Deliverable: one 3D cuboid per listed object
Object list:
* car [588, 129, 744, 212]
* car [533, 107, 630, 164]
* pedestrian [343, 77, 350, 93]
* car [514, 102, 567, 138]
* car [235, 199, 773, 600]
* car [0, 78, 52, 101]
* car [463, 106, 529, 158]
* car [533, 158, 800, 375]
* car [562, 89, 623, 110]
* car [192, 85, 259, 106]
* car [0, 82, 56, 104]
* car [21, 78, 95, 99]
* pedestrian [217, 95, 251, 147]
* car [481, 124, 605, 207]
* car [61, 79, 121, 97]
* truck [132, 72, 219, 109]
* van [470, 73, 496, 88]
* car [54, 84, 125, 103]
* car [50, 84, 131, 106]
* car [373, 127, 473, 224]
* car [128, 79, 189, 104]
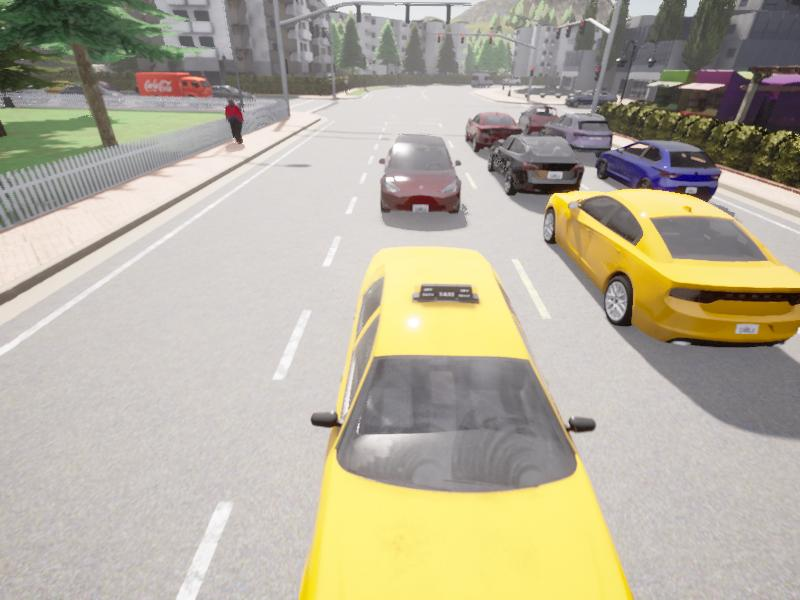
[{"bbox_3d":[7.549,-4.032,11.989,1.816,1.474,4.193,2,30,0],"label":"car"},{"bbox_3d":[7.679,-7.364,17.608,2.033,1.649,4.856,2,30,0],"label":"car"},{"bbox_3d":[-7.068,-28.408,52.880,0.751,1.860,0.751,3,30,4],"label":"pedestrian"},{"bbox_3d":[7.898,-10.328,22.845,1.845,1.501,3.633,3,30,3],"label":"car"},{"bbox_3d":[0.364,0.700,3.419,1.801,1.575,5.366,1,30,0],"label":"car"},{"bbox_3d":[-35.272,-19.165,36.385,5.027,1.651,2.152,2,30,2],"label":"car"},{"bbox_3d":[4.196,-7.814,18.343,1.882,1.535,5.008,2,30,0],"label":"car"},{"bbox_3d":[3.969,-1.038,6.604,1.882,1.535,5.008,1,30,0],"label":"car"},{"bbox_3d":[19.564,-20.546,40.888,5.027,1.651,2.152,3,30,3],"label":"car"},{"bbox_3d":[-15.533,-18.342,35.833,4.902,1.511,2.128,2,30,2],"label":"car"},{"bbox_3d":[-32.047,-17.230,33.288,4.892,1.490,1.837,2,30,2],"label":"car"},{"bbox_3d":[-33.577,-20.832,39.378,5.366,1.575,1.801,2,30,2],"label":"car"},{"bbox_3d":[-6.810,-7.379,16.493,0.751,1.860,0.751,1,30,0],"label":"pedestrian"},{"bbox_3d":[4.071,-4.373,12.437,2.163,1.488,4.792,1,30,0],"label":"car"},{"bbox_3d":[-32.661,-22.491,42.419,4.674,1.442,1.812,2,30,2],"label":"car"},{"bbox_3d":[-18.136,-17.108,32.637,5.204,2.467,2.627,2,30,2],"label":"truck"},{"bbox_3d":[17.515,-46.298,84.424,5.915,2.561,1.988,-26,39,-38],"label":"van"},{"bbox_3d":[-28.071,-18.741,36.255,4.718,1.301,1.895,2,30,2],"label":"car"},{"bbox_3d":[-25.494,-16.973,33.095,4.892,1.490,1.837,2,30,2],"label":"car"},{"bbox_3d":[0.527,-3.640,11.034,2.163,1.488,4.792,2,30,0],"label":"car"},{"bbox_3d":[-21.596,-18.743,35.913,3.866,1.878,1.905,2,30,2],"label":"car"}]
